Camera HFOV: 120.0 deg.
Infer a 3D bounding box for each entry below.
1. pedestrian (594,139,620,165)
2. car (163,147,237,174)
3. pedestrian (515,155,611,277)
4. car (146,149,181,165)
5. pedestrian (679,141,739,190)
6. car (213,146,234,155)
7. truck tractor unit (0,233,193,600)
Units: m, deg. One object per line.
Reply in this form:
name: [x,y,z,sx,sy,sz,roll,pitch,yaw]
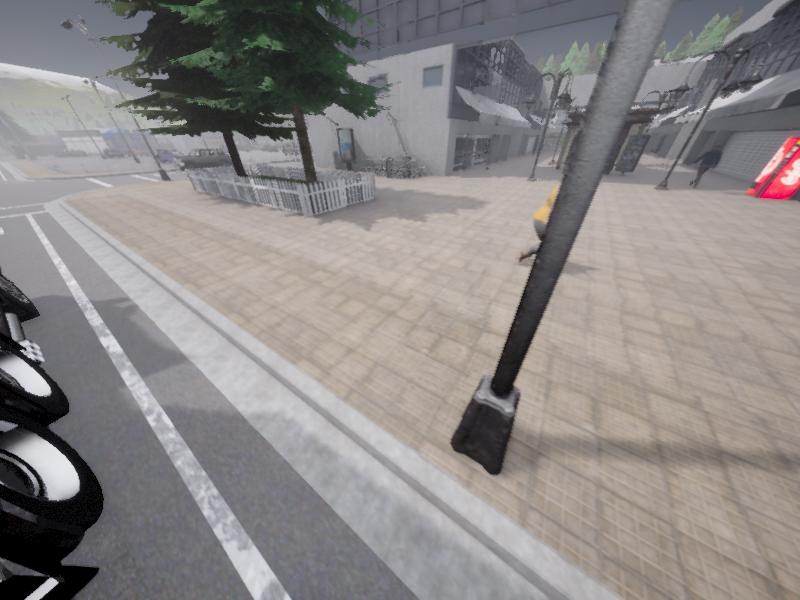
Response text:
pedestrian: [17.610,-12.614,19.730,0.751,1.860,0.751,-12,36,-15]
car: [-18.731,-13.345,21.943,1.932,1.855,4.605,21,40,28]
pedestrian: [2.740,-1.461,4.128,0.751,1.860,0.751,14,38,21]
car: [-29.747,-18.028,29.042,3.633,1.501,1.845,21,40,28]
pedestrian: [14.071,-6.187,10.621,0.751,1.860,0.751,20,40,27]
car: [-36.518,-30.996,47.729,3.633,1.501,1.845,21,40,28]
truck tractor unit: [-5.106,-0.296,0.857,6.516,4.208,3.053,19,42,27]
